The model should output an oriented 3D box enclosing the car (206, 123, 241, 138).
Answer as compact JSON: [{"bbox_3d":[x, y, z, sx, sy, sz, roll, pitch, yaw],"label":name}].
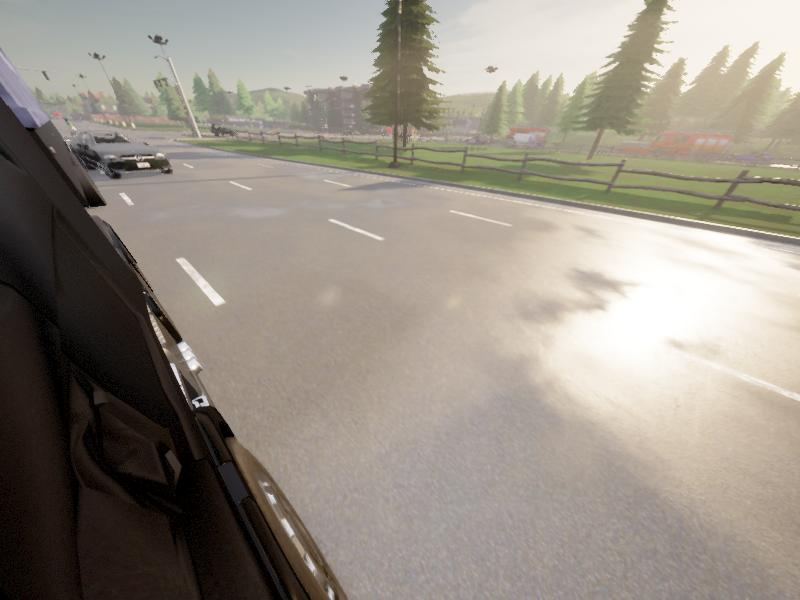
[{"bbox_3d":[-29.540,-28.475,38.779,1.905,1.878,3.866,29,44,31],"label":"car"}]

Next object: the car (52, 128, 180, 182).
[{"bbox_3d":[-13.261,-6.914,10.838,5.027,1.651,2.152,21,40,23],"label":"car"}]

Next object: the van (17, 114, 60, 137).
[{"bbox_3d":[-41.362,-20.030,26.527,4.442,1.987,1.775,28,43,30],"label":"van"}]

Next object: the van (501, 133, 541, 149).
[{"bbox_3d":[24.685,-32.635,47.351,6.366,2.431,2.351,28,43,30],"label":"van"}]

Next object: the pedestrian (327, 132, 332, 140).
[{"bbox_3d":[-12.460,-28.836,40.705,0.500,1.100,0.500,31,45,33],"label":"pedestrian"}]

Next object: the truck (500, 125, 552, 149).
[{"bbox_3d":[26.680,-34.877,49.330,8.468,3.827,2.891,28,43,30],"label":"truck"}]

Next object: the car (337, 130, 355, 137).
[{"bbox_3d":[-15.394,-48.084,66.537,1.837,1.490,4.892,29,44,31],"label":"car"}]

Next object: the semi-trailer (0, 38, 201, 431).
[{"bbox_3d":[-8.677,-3.599,4.277,14.254,4.402,2.717,28,43,30],"label":"semi-trailer"}]

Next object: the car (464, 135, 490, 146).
[{"bbox_3d":[17.373,-36.225,52.430,4.856,1.649,2.033,28,43,30],"label":"car"}]

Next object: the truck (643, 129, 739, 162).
[{"bbox_3d":[45.545,-24.755,36.812,8.468,3.827,2.891,28,43,30],"label":"truck"}]

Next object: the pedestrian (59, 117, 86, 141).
[{"bbox_3d":[-32.992,-17.211,23.300,0.751,1.860,0.751,29,44,31],"label":"pedestrian"}]

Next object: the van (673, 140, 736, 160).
[{"bbox_3d":[52.398,-26.030,40.014,5.915,2.561,1.988,28,43,30],"label":"van"}]

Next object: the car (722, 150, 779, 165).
[{"bbox_3d":[53.846,-22.053,35.670,4.514,1.525,2.007,28,43,30],"label":"car"}]

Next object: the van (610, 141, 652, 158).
[{"bbox_3d":[38.328,-25.131,38.422,4.442,1.987,1.775,28,44,30],"label":"van"}]

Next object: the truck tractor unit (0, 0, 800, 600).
[{"bbox_3d":[-2.645,-0.295,0.351,6.516,4.208,3.053,28,44,30],"label":"truck tractor unit"}]

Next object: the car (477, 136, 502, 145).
[{"bbox_3d":[21.922,-39.245,56.806,5.027,1.651,2.152,28,43,30],"label":"car"}]
